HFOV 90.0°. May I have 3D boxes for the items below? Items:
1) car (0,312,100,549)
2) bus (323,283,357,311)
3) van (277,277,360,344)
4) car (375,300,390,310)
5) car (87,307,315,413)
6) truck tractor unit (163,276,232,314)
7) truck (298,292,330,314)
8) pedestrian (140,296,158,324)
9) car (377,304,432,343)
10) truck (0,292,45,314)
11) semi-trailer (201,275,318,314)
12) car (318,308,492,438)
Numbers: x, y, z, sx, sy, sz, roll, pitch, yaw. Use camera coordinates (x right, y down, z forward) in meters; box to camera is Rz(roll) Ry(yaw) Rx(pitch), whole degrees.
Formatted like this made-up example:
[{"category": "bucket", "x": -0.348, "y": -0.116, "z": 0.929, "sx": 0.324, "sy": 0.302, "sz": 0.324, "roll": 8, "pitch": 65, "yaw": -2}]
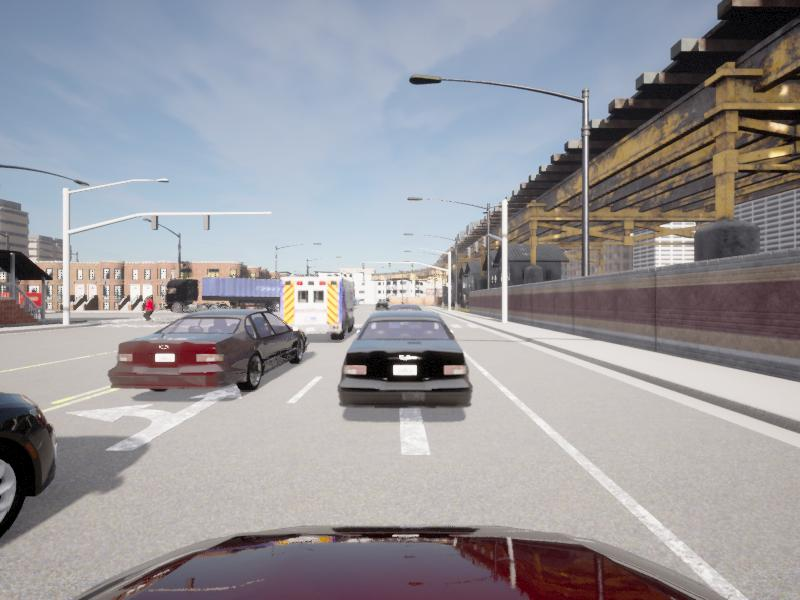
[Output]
[{"category": "car", "x": -3.490, "y": 0.844, "z": 0.953, "sx": 1.837, "sy": 1.490, "sz": 4.892, "roll": 0, "pitch": 0, "yaw": 1}, {"category": "bus", "x": -9.585, "y": -0.540, "z": 65.857, "sx": 3.944, "sy": 4.253, "sz": 10.273, "roll": 0, "pitch": 1, "yaw": 1}, {"category": "van", "x": -3.300, "y": 0.378, "z": 17.759, "sx": 2.351, "sy": 2.431, "sz": 6.366, "roll": 0, "pitch": 0, "yaw": 0}, {"category": "car", "x": -2.793, "y": 0.771, "z": 64.337, "sx": 1.930, "sy": 1.638, "sz": 5.238, "roll": 0, "pitch": 0, "yaw": 2}, {"category": "car", "x": -3.400, "y": 0.895, "z": 8.356, "sx": 2.033, "sy": 1.411, "sz": 5.357, "roll": 0, "pitch": 0, "yaw": 1}, {"category": "truck tractor unit", "x": -23.348, "y": -0.520, "z": 46.413, "sx": 6.516, "sy": 4.208, "sz": 3.053, "roll": 0, "pitch": 0, "yaw": -2}, {"category": "truck", "x": -9.936, "y": 0.363, "z": 46.622, "sx": 2.627, "sy": 2.467, "sz": 5.204, "roll": 0, "pitch": 0, "yaw": 1}, {"category": "pedestrian", "x": -16.614, "y": 0.637, "z": 26.508, "sx": 0.751, "sy": 1.860, "sz": 0.751, "roll": 0, "pitch": 0, "yaw": -1}, {"category": "car", "x": 0.210, "y": 0.895, "z": 17.428, "sx": 2.033, "sy": 1.411, "sz": 5.357, "roll": 0, "pitch": 0, "yaw": 1}, {"category": "truck", "x": -44.226, "y": 0.355, "z": 45.903, "sx": 5.204, "sy": 2.467, "sz": 2.627, "roll": 0, "pitch": 0, "yaw": 11}, {"category": "semi-trailer", "x": -17.193, "y": -0.628, "z": 50.710, "sx": 2.717, "sy": 4.402, "sz": 14.254, "roll": 1, "pitch": 1, "yaw": 45}, {"category": "car", "x": 0.090, "y": 0.895, "z": 7.341, "sx": 2.033, "sy": 1.411, "sz": 5.357, "roll": 0, "pitch": 0, "yaw": 1}]
